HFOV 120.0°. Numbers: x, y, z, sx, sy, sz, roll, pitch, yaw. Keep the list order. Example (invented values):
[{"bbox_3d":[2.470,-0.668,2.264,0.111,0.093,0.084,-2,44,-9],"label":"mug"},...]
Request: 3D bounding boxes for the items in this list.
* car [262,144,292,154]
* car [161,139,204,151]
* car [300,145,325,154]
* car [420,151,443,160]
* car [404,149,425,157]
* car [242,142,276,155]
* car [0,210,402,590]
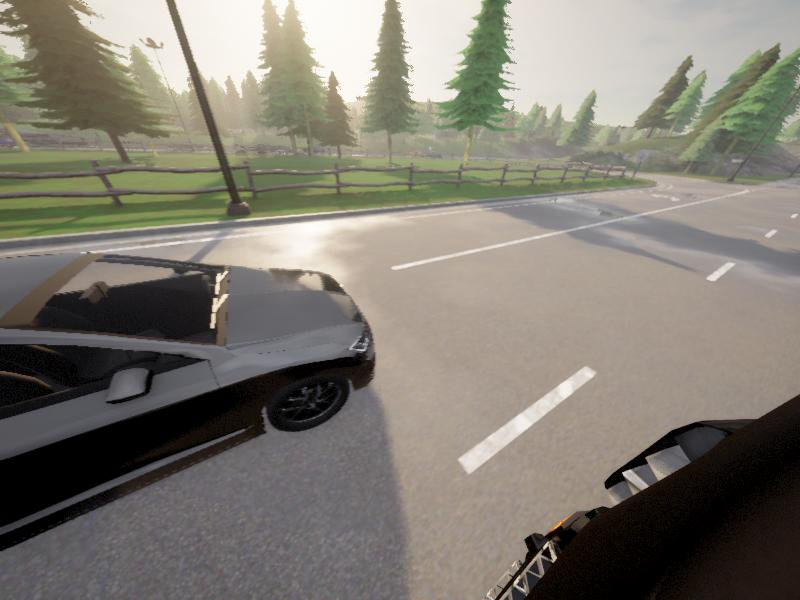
[{"bbox_3d":[-24.382,-30.014,45.894,4.974,1.542,2.038,-16,38,-26],"label":"car"},{"bbox_3d":[-39.111,-28.084,41.840,5.238,1.638,1.930,-16,38,-26],"label":"car"},{"bbox_3d":[-20.550,-35.590,54.533,5.008,1.535,1.882,-16,38,-26],"label":"car"},{"bbox_3d":[7.668,-35.805,57.048,5.027,1.651,2.152,-1,34,-6],"label":"car"},{"bbox_3d":[3.890,-38.793,61.082,5.366,1.575,1.801,1,34,-2],"label":"car"},{"bbox_3d":[-25.566,-27.478,41.910,4.856,1.649,2.033,-16,38,-26],"label":"car"},{"bbox_3d":[-2.284,0.461,1.753,4.193,1.474,1.816,-16,38,-26],"label":"car"}]
